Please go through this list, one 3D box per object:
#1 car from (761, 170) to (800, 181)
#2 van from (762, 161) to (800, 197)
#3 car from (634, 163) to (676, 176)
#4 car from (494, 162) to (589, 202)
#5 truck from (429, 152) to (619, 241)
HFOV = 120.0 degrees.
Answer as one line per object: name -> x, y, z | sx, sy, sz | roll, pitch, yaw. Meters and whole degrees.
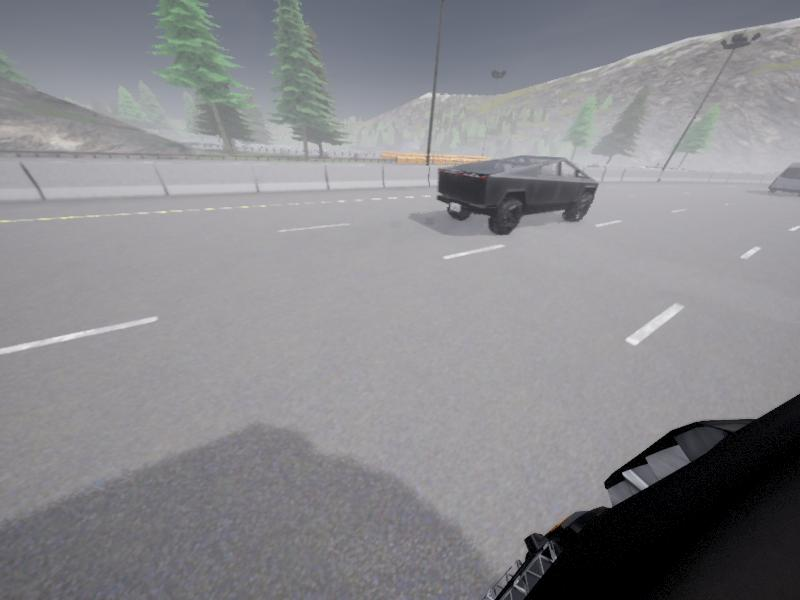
car -> 69.695, -22.620, 41.966 | 5.008, 1.535, 1.882 | 0, 34, -5
van -> 37.341, -11.009, 21.100 | 5.915, 2.561, 1.988 | -7, 35, -15
car -> 41.350, -21.155, 37.497 | 5.366, 1.575, 1.801 | -6, 35, -13
car -> 8.260, -6.995, 13.572 | 4.611, 1.667, 2.242 | -14, 37, -24
truck -> 4.415, -3.926, 8.282 | 6.274, 2.098, 2.390 | -16, 38, -25
